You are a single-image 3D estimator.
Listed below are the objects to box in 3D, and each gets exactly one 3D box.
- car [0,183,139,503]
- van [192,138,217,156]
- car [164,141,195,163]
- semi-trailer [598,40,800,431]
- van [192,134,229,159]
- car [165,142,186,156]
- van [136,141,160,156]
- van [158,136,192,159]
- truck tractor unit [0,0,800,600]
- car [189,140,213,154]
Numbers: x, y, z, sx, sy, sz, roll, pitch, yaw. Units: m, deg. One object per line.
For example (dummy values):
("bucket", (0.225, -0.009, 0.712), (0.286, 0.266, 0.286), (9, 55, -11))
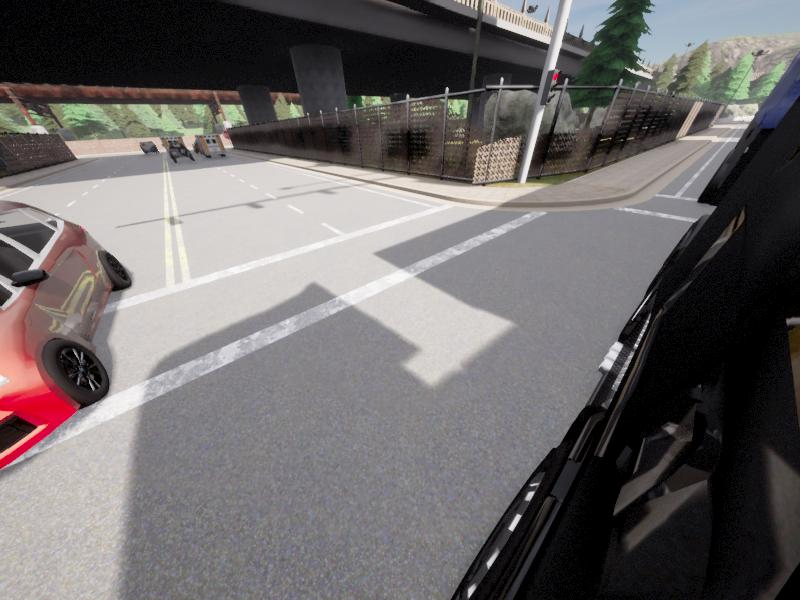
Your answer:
("car", (-5.002, 0.114, 2.452), (2.242, 1.667, 4.611), (-28, 43, -30))
("van", (-29.837, -23.402, 35.241), (1.775, 1.987, 4.442), (-28, 44, -30))
("car", (-25.936, -17.457, 27.127), (1.932, 1.855, 4.605), (-28, 43, -30))
("semi-trailer", (8.687, -3.623, 4.224), (14.254, 4.402, 2.717), (-28, 44, -30))
("van", (-24.819, -20.161, 30.219), (2.351, 2.431, 6.366), (-28, 44, -30))
("car", (-36.194, -24.332, 37.203), (1.851, 1.617, 3.988), (-28, 44, -30))
("van", (-43.472, -26.266, 39.936), (1.775, 1.987, 4.442), (-26, 42, -28))
("van", (-31.356, -21.357, 32.232), (2.351, 2.431, 6.366), (-28, 44, -30))
("truck tractor unit", (2.645, -0.295, 0.351), (6.516, 4.208, 3.053), (-28, 44, -30))
("car", (-33.746, -25.987, 39.107), (2.097, 1.767, 4.553), (-28, 44, -30))
